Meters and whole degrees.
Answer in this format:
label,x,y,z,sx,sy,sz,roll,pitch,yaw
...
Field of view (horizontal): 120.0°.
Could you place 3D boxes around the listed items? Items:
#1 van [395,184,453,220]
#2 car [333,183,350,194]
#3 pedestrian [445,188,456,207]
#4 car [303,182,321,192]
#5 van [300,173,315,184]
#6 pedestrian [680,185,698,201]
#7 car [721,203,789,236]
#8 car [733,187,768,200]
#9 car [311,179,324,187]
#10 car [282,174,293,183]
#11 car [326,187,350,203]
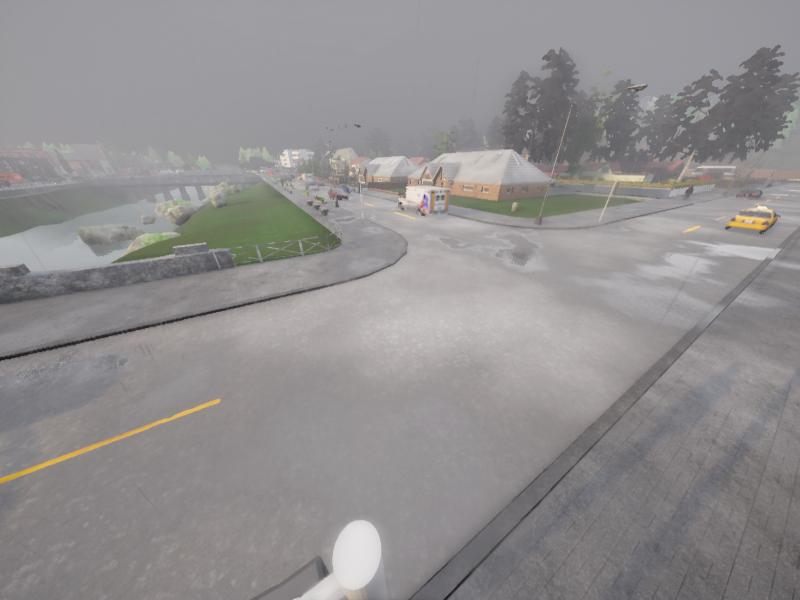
label,x,y,z,sx,sy,sz,roll,pitch,yaw
van,2.097,-9.860,22.865,2.351,2.431,6.366,-16,34,-26
car,-10.543,-20.117,41.583,1.816,1.474,4.193,-15,33,-24
pedestrian,5.675,-11.607,26.203,0.751,1.860,0.751,-13,33,-22
car,-17.111,-21.954,44.783,2.007,1.525,4.514,-16,34,-26
van,-25.928,-34.027,64.712,2.351,2.431,6.366,-16,34,-26
pedestrian,38.900,-14.415,31.065,0.751,1.860,0.751,-18,35,-28
car,26.495,-6.115,17.223,5.366,1.575,1.801,-17,34,-26
car,51.658,-15.702,34.042,4.181,1.385,1.994,-17,34,-27
car,-20.075,-28.499,56.183,1.994,1.385,4.181,-16,34,-26
car,-34.367,-37.167,70.549,2.150,2.045,5.566,-16,34,-26
car,-8.725,-14.815,32.337,1.882,1.535,5.008,-15,33,-25
